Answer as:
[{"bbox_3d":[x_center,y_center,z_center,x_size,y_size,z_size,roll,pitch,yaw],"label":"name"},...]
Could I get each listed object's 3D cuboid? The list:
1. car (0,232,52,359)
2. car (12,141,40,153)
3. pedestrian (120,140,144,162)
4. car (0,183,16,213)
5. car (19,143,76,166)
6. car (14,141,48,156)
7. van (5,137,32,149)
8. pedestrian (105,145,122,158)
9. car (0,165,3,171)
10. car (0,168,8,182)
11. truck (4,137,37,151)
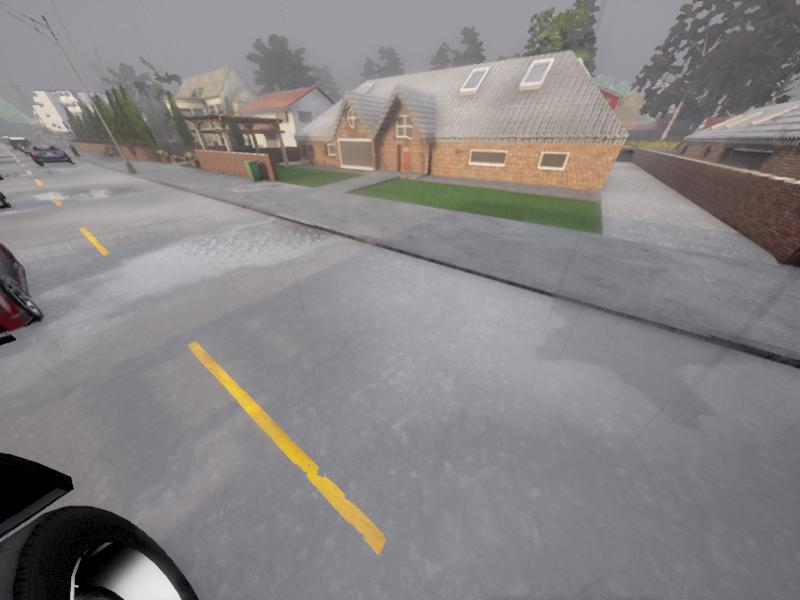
[{"bbox_3d":[-7.005,-0.245,3.044,4.181,1.385,1.994,22,41,28],"label":"car"},{"bbox_3d":[-63.312,-25.913,39.098,4.193,1.474,1.816,22,41,28],"label":"car"},{"bbox_3d":[-27.066,-15.083,23.364,0.751,1.860,0.751,20,40,26],"label":"pedestrian"},{"bbox_3d":[-16.518,-4.165,8.422,4.514,1.525,2.007,22,41,28],"label":"car"},{"bbox_3d":[-34.311,-14.241,22.511,4.611,1.667,2.242,22,41,28],"label":"car"},{"bbox_3d":[-53.255,-21.894,33.331,3.988,1.617,1.851,22,41,28],"label":"car"},{"bbox_3d":[-79.694,-32.781,48.276,4.480,2.038,2.069,22,41,28],"label":"van"},{"bbox_3d":[-34.710,-18.034,27.998,0.751,1.300,0.751,22,41,28],"label":"pedestrian"},{"bbox_3d":[-34.000,-11.229,18.403,4.193,1.474,1.816,22,41,28],"label":"car"},{"bbox_3d":[-26.256,-8.113,13.973,4.514,1.525,2.007,22,41,28],"label":"car"},{"bbox_3d":[-72.458,-29.877,44.132,6.274,2.098,2.390,22,41,28],"label":"truck"}]
